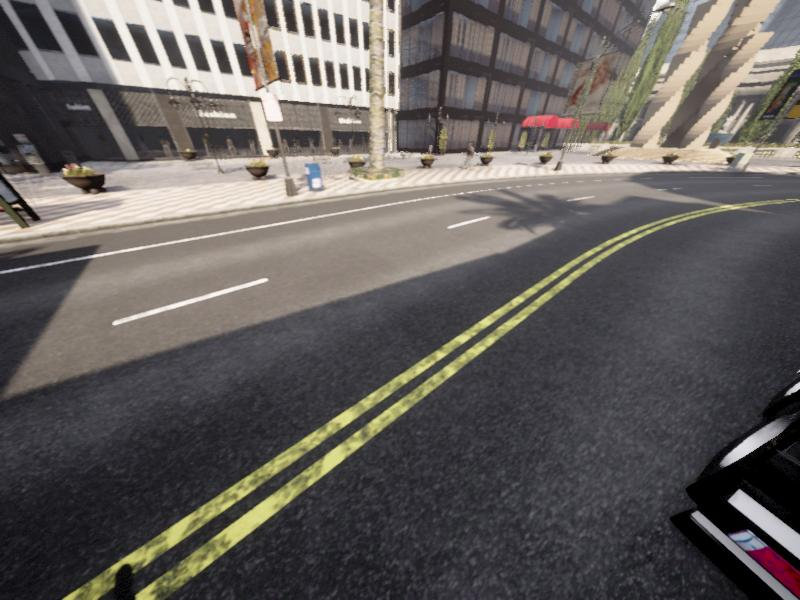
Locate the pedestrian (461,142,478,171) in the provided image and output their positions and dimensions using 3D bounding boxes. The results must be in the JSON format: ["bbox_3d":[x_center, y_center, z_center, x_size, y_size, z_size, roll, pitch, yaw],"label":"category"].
[{"bbox_3d":[5.361,-11.149,17.929,0.751,1.860,0.751,-6,36,-10],"label":"pedestrian"}]

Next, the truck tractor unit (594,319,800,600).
[{"bbox_3d":[5.209,-0.187,0.646,6.516,4.208,3.053,-14,38,-20],"label":"truck tractor unit"}]
